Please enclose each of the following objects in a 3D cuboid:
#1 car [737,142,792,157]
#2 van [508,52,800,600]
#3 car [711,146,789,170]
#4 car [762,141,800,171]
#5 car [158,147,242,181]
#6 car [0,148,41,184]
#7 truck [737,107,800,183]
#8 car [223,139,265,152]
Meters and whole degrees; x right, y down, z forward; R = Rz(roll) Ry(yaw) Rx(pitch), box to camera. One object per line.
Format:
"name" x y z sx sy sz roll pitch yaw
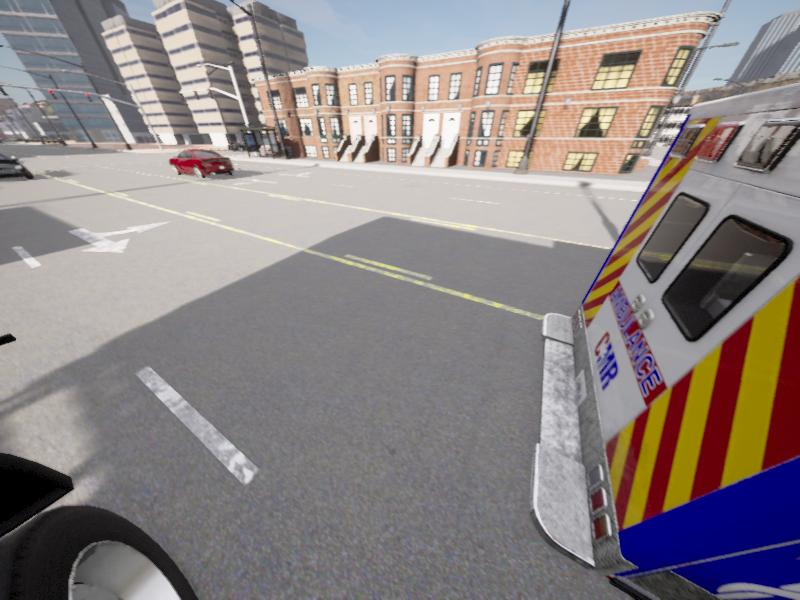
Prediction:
"car" 51.155 -21.285 32.581 1.837 1.490 4.892 15 38 20
"van" 4.073 0.981 0.414 6.366 2.431 2.351 18 39 23
"car" 30.277 -12.556 20.279 1.837 1.490 4.892 18 39 24
"car" 33.474 -11.860 18.983 1.932 1.855 4.605 18 39 24
"car" -13.078 -8.993 15.108 5.008 1.535 1.882 18 39 24
"car" -24.264 -8.036 13.733 4.974 1.542 2.038 19 39 24
"truck" 26.283 -9.446 13.899 2.891 3.827 8.468 18 39 24
"car" -25.470 -25.428 38.018 1.930 1.638 5.238 18 39 24
